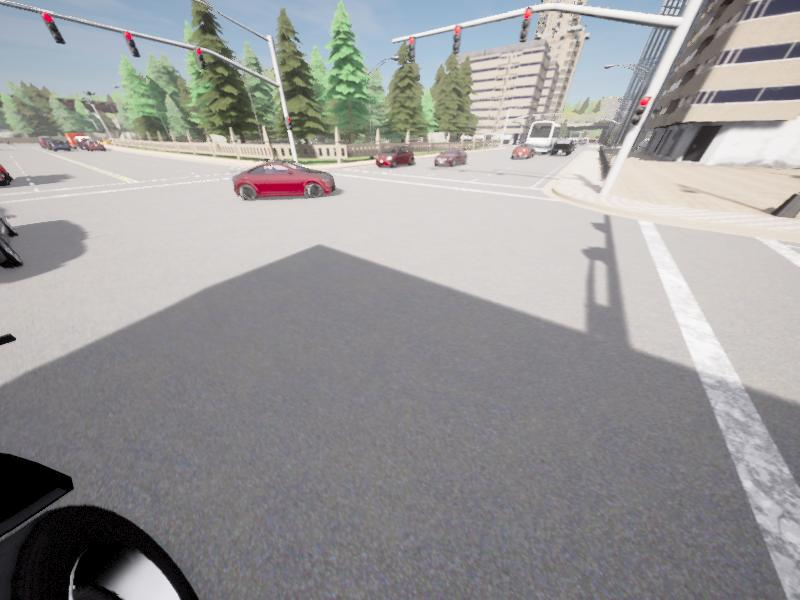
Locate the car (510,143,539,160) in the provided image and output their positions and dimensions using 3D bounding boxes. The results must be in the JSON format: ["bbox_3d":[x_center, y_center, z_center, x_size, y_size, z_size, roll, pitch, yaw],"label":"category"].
[{"bbox_3d":[16.284,-19.416,30.164,2.152,1.651,5.027,21,40,27],"label":"car"}]

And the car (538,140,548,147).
[{"bbox_3d":[47.554,-51.962,76.655,1.801,1.575,5.366,22,41,28],"label":"car"}]

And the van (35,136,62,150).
[{"bbox_3d":[-67.049,-29.959,44.055,4.442,1.987,1.775,22,41,28],"label":"van"}]

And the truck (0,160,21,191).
[{"bbox_3d":[-22.461,-7.050,11.524,5.204,2.467,2.627,23,41,27],"label":"truck"}]

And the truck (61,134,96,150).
[{"bbox_3d":[-62.020,-30.571,44.547,5.204,2.467,2.627,22,41,28],"label":"truck"}]

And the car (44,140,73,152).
[{"bbox_3d":[-55.696,-25.172,37.699,3.988,1.617,1.851,22,41,28],"label":"car"}]

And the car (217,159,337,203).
[{"bbox_3d":[-5.089,-5.385,10.306,4.181,1.385,1.994,-6,36,-8],"label":"car"}]

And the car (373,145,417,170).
[{"bbox_3d":[-0.345,-12.910,20.810,1.851,1.617,3.988,24,41,29],"label":"car"}]

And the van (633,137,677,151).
[{"bbox_3d":[59.372,-36.576,54.076,6.366,2.431,2.351,22,41,28],"label":"van"}]

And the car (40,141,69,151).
[{"bbox_3d":[-61.232,-27.345,40.913,5.357,1.411,2.033,22,41,28],"label":"car"}]

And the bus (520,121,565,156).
[{"bbox_3d":[23.683,-26.657,38.219,3.944,4.253,10.273,22,41,28],"label":"bus"}]

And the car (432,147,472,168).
[{"bbox_3d":[5.056,-13.683,22.096,1.812,1.442,4.674,22,41,28],"label":"car"}]

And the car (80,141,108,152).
[{"bbox_3d":[-51.223,-25.756,38.680,3.806,1.475,1.970,22,41,28],"label":"car"}]

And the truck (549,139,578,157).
[{"bbox_3d":[25.345,-23.577,35.734,2.390,2.098,6.274,23,41,29],"label":"truck"}]

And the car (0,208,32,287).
[{"bbox_3d":[-9.664,-1.472,4.482,5.238,1.638,1.930,22,41,28],"label":"car"}]

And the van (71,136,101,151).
[{"bbox_3d":[-56.339,-28.075,41.432,4.480,2.038,2.069,22,41,28],"label":"van"}]

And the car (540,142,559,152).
[{"bbox_3d":[29.663,-30.306,45.822,2.128,1.511,4.902,22,41,28],"label":"car"}]
